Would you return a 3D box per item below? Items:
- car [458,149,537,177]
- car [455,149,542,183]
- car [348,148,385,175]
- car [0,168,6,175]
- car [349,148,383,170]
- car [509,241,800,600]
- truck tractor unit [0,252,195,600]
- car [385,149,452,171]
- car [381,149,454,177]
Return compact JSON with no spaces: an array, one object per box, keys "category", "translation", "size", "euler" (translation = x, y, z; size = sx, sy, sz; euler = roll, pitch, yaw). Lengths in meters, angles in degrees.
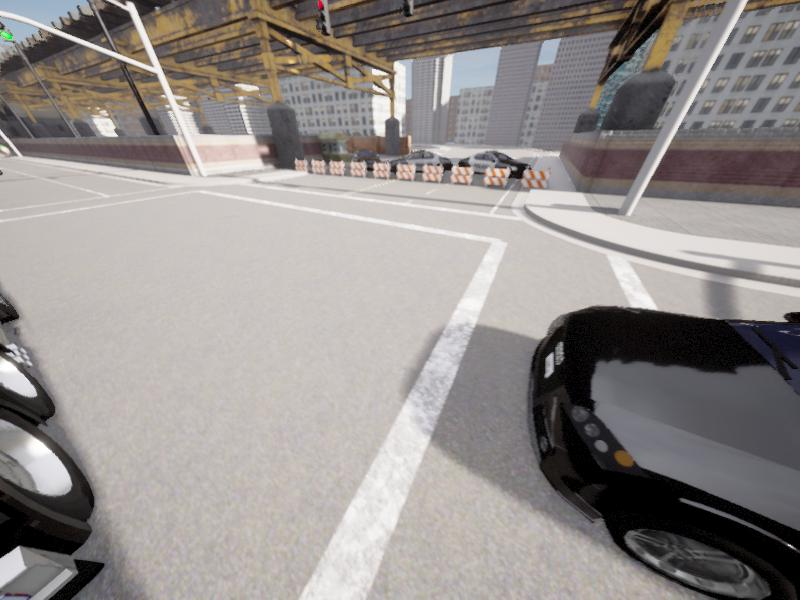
[{"category":"car","translation":[6.240,-9.257,15.436],"size":[1.853,1.218,4.536],"euler":[-20,40,-26]},{"category":"car","translation":[6.269,-9.103,15.491],"size":[2.038,1.542,4.974],"euler":[-20,40,-26]},{"category":"car","translation":[-2.826,-11.455,18.940],"size":[2.038,1.542,4.974],"euler":[-10,36,-14]},{"category":"car","translation":[-34.637,-10.976,18.724],"size":[4.674,1.442,1.812],"euler":[17,39,24]},{"category":"car","translation":[-2.842,-11.612,18.890],"size":[1.853,1.218,4.536],"euler":[-10,36,-14]},{"category":"car","translation":[3.164,1.020,1.289],"size":[4.181,1.385,1.994],"euler":[18,39,24]},{"category":"truck tractor unit","translation":[-5.092,-0.319,0.806],"size":[6.516,4.208,3.053],"euler":[19,40,25]},{"category":"car","translation":[1.251,-10.321,17.006],"size":[4.536,1.218,1.853],"euler":[-4,35,-6]},{"category":"car","translation":[1.201,-10.188,17.091],"size":[4.974,1.542,2.038],"euler":[-4,35,-6]}]
